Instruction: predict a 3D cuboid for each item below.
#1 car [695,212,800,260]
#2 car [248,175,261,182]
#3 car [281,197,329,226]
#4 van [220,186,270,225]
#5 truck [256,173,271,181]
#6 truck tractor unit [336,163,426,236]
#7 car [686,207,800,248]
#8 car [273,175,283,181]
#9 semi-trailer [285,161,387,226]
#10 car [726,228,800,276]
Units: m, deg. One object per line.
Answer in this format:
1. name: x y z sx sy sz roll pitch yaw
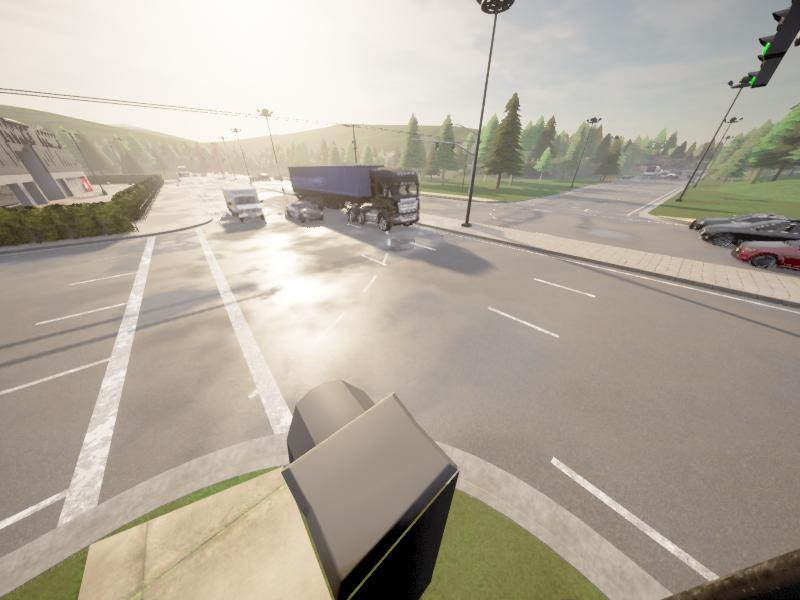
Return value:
1. car: 20.235 -3.498 12.537 2.033 1.649 4.856 -23 37 -33
2. car: -46.582 -38.900 73.861 2.152 1.651 5.027 -23 37 -34
3. car: -8.354 -7.815 20.106 2.038 1.542 4.974 -23 37 -34
4. van: -13.984 -8.682 20.715 2.351 2.431 6.366 -21 36 -32
5. truck: -45.990 -41.441 77.780 2.390 2.098 6.274 -23 37 -35
6. truck tractor unit: -1.574 -7.875 17.514 3.053 4.208 6.516 -25 38 -36
7. car: 22.686 -4.806 14.894 2.038 1.542 4.974 -20 35 -31
8. car: -40.980 -41.008 77.526 1.851 1.617 3.988 -23 37 -35
9. semi-trailer: -6.842 -10.910 22.583 2.717 4.402 14.254 -24 38 -35
10. car: 18.033 -1.906 10.036 1.994 1.385 4.181 -24 38 -35
